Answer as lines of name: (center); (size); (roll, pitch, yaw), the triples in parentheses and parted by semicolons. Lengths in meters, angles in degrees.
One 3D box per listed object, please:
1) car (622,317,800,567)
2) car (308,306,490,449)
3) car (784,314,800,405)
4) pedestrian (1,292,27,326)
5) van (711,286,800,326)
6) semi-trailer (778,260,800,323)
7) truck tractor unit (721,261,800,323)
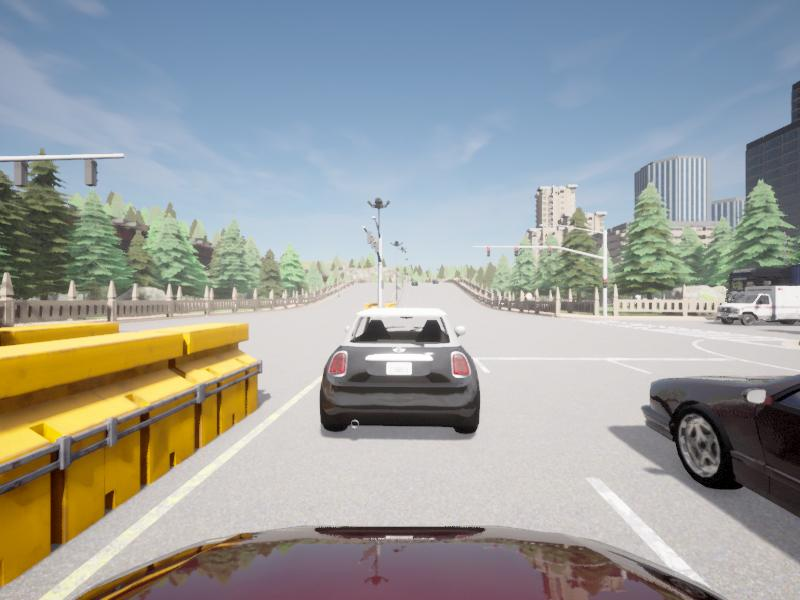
car: (3.389, 0.894, 1.761); (2.033, 1.411, 5.357); (0, 0, 2)
car: (0.069, 0.853, 6.213); (1.970, 1.475, 3.806); (0, 0, 3)
car: (6.991, 0.907, 4.212); (1.994, 1.385, 4.181); (0, 0, 2)
pedestrian: (-21.658, 0.485, 22.457); (0.751, 1.860, 0.751); (0, 0, 4)
van: (23.791, 0.378, 25.292); (6.366, 2.431, 2.351); (0, 0, 2)
semi-trailer: (35.417, -0.615, 28.364); (14.254, 4.402, 2.717); (0, 0, 2)
truck tractor unit: (27.510, -0.515, 28.654); (6.516, 4.208, 3.053); (0, 0, 2)
